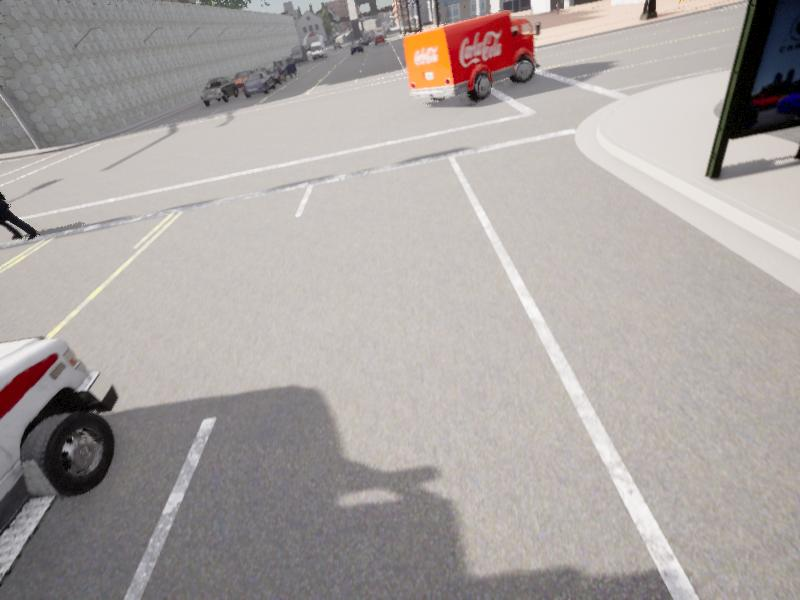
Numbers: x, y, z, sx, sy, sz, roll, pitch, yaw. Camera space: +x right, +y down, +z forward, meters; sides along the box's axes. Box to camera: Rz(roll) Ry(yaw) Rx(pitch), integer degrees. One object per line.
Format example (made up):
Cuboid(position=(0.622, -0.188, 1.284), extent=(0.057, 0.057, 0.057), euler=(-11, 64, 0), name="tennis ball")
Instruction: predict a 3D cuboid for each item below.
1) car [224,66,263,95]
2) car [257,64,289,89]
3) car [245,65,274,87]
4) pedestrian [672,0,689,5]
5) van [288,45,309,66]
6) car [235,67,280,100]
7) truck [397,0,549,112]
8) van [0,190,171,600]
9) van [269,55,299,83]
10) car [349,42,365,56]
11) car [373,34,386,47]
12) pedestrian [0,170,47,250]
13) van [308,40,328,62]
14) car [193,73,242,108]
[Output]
Cuboid(position=(-15.876, -22.424, 40.816), extent=(2.097, 1.767, 4.553), euler=(-10, 34, 4), name="car")
Cuboid(position=(-12.346, -21.945, 39.223), extent=(1.845, 1.501, 3.633), euler=(-10, 34, 4), name="car")
Cuboid(position=(-16.097, -25.859, 46.090), extent=(1.816, 1.474, 4.193), euler=(-10, 34, 4), name="car")
Cuboid(position=(20.681, -22.805, 29.272), extent=(0.751, 1.860, 0.751), euler=(-14, 34, -1), name="pedestrian")
Cuboid(position=(-17.306, -41.959, 68.552), extent=(1.988, 2.561, 5.915), euler=(-10, 34, 4), name="van")
Cuboid(position=(-12.122, -18.702, 34.423), extent=(2.033, 1.649, 4.856), euler=(-10, 34, 4), name="car")
Cuboid(position=(2.941, -9.193, 15.173), extent=(5.204, 2.467, 2.627), euler=(-32, 36, -26), name="truck")
Cuboid(position=(-3.737, 2.159, 1.126), extent=(2.351, 2.431, 6.366), euler=(-10, 34, 4), name="van")
Cuboid(position=(-12.611, -25.340, 43.762), extent=(1.775, 1.987, 4.442), euler=(-10, 34, 4), name="van")
Cuboid(position=(-6.535, -38.519, 61.273), extent=(1.895, 1.301, 4.718), euler=(-10, 34, 4), name="car")
Cuboid(position=(-3.713, -47.713, 73.394), extent=(2.007, 1.525, 4.514), euler=(-10, 34, 4), name="car")
Cuboid(position=(-10.092, -2.321, 10.057), extent=(0.751, 1.860, 0.751), euler=(-16, 34, -5), name="pedestrian")
Cuboid(position=(-13.842, -42.193, 67.765), extent=(1.988, 2.561, 5.915), euler=(-10, 34, 4), name="van")
Cuboid(position=(-15.576, -18.093, 34.443), extent=(1.932, 1.855, 4.605), euler=(-10, 34, 4), name="car")
